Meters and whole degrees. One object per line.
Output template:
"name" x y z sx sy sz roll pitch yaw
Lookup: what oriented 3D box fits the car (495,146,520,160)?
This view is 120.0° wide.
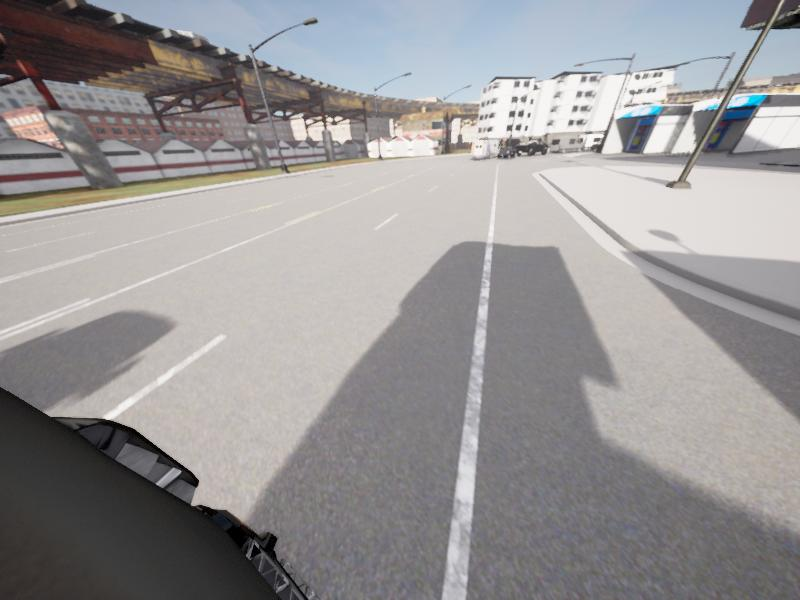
"car" 15.651 -21.383 33.585 1.845 1.501 3.633 25 43 35

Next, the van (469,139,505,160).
"van" 13.638 -23.351 35.896 2.351 2.431 6.366 26 43 36

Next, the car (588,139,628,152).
"car" 36.988 -27.603 41.197 5.238 1.638 1.930 -6 34 -5

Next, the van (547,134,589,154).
"van" 28.895 -26.786 39.784 5.915 2.561 1.988 -13 35 -15

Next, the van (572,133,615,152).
"van" 36.614 -29.885 43.853 5.915 2.561 1.988 -6 34 -5

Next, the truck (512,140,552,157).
"truck" 21.272 -24.419 37.209 6.274 2.098 2.390 -23 39 -28
